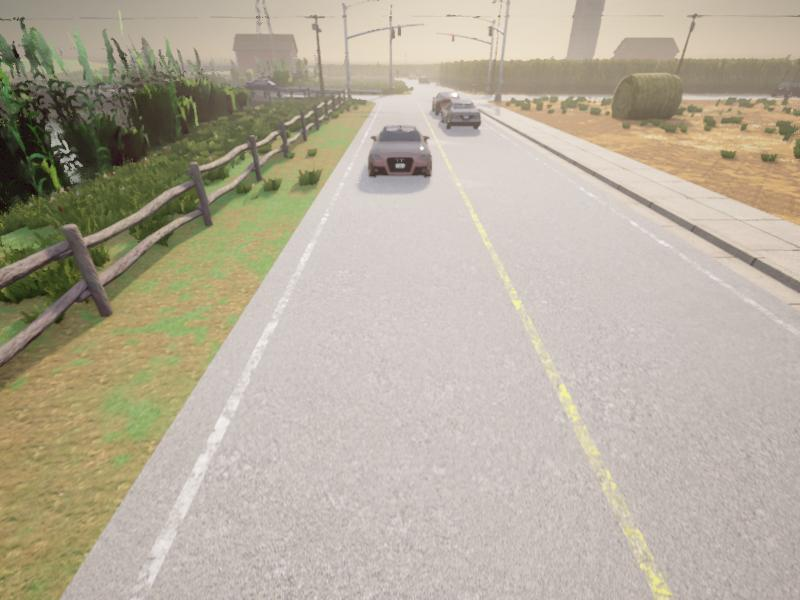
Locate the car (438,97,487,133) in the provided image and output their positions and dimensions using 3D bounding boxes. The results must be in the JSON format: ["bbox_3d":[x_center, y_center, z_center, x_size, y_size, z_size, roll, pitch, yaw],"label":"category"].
[{"bbox_3d":[3.504,-10.887,23.334,2.033,1.411,5.357,0,30,0],"label":"car"}]

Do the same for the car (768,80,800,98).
[{"bbox_3d":[45.322,-24.014,45.538,4.553,1.767,2.097,-2,30,-3],"label":"car"}]

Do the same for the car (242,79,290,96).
[{"bbox_3d":[-14.793,-23.589,44.359,4.674,1.442,1.812,4,30,1],"label":"car"}]

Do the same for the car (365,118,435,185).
[{"bbox_3d":[0.003,-5.118,13.461,1.994,1.385,4.181,0,30,0],"label":"car"}]

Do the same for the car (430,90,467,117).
[{"bbox_3d":[3.504,-14.637,29.681,2.163,1.488,4.792,0,30,0],"label":"car"}]

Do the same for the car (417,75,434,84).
[{"bbox_3d":[5.498,-46.729,84.808,2.163,1.488,4.792,11,32,17],"label":"car"}]
